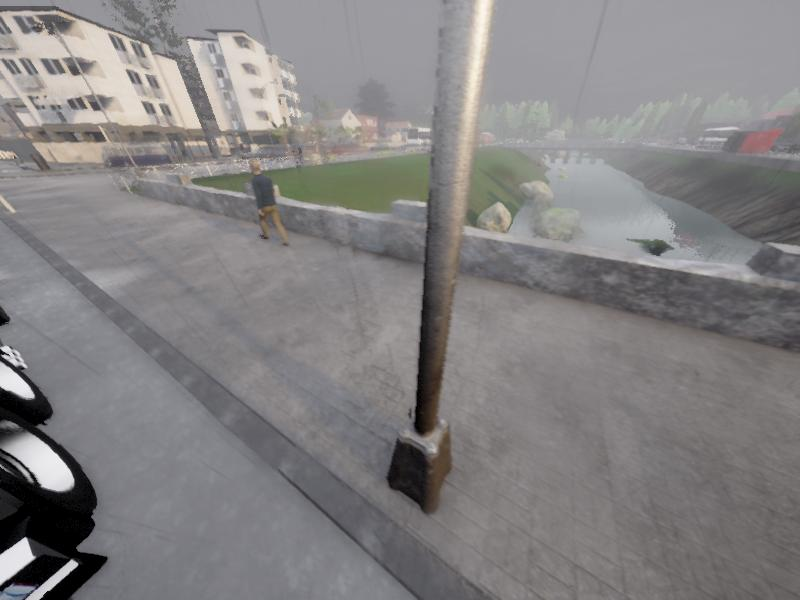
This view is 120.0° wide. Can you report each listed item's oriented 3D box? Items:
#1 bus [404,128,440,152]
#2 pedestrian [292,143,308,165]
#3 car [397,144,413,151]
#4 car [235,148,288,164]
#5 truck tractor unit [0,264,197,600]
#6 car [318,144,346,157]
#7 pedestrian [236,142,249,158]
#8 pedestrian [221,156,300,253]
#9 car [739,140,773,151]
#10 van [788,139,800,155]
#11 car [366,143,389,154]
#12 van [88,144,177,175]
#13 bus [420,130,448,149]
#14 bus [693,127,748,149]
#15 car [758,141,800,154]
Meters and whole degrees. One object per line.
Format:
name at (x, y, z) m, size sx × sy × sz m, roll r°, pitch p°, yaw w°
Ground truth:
bus at (5.215, -37.145, 53.580) m, size 3.944 × 4.253 × 10.273 m, roll 18°, pitch 39°, yaw 24°
pedestrian at (-10.205, -14.904, 23.639) m, size 0.751 × 1.860 × 0.751 m, roll 17°, pitch 38°, yaw 23°
car at (1.111, -36.313, 54.941) m, size 1.994 × 1.385 × 4.181 m, roll 18°, pitch 39°, yaw 24°
car at (-17.198, -18.172, 29.027) m, size 2.033 × 1.411 × 5.357 m, roll 18°, pitch 39°, yaw 24°
truck tractor unit at (-5.113, -0.298, 0.784) m, size 6.516 × 4.208 × 3.053 m, roll 18°, pitch 39°, yaw 24°
car at (-11.025, -24.381, 37.703) m, size 1.851 × 1.617 × 3.988 m, roll 18°, pitch 39°, yaw 24°
pedestrian at (-21.829, -20.821, 32.034) m, size 0.751 × 1.860 × 0.751 m, roll 18°, pitch 39°, yaw 25°
pedestrian at (-3.060, -2.145, 5.255) m, size 0.751 × 1.860 × 0.751 m, roll 18°, pitch 39°, yaw 24°
car at (71.064, -30.924, 46.162) m, size 1.905 × 1.878 × 3.866 m, roll 18°, pitch 39°, yaw 24°
van at (63.105, -23.303, 34.708) m, size 1.988 × 2.561 × 5.915 m, roll 18°, pitch 39°, yaw 24°
car at (-4.413, -30.950, 47.049) m, size 1.930 × 1.638 × 5.238 m, roll 18°, pitch 39°, yaw 24°
van at (-23.224, -12.461, 20.357) m, size 1.775 × 1.987 × 4.442 m, roll 18°, pitch 39°, yaw 25°
bus at (9.979, -46.160, 66.476) m, size 3.944 × 4.253 × 10.273 m, roll 18°, pitch 39°, yaw 24°
bus at (80.313, -40.949, 58.387) m, size 3.944 × 4.253 × 10.273 m, roll 18°, pitch 39°, yaw 24°
car at (67.378, -27.127, 41.034) m, size 2.242 × 1.667 × 4.611 m, roll 18°, pitch 39°, yaw 24°
